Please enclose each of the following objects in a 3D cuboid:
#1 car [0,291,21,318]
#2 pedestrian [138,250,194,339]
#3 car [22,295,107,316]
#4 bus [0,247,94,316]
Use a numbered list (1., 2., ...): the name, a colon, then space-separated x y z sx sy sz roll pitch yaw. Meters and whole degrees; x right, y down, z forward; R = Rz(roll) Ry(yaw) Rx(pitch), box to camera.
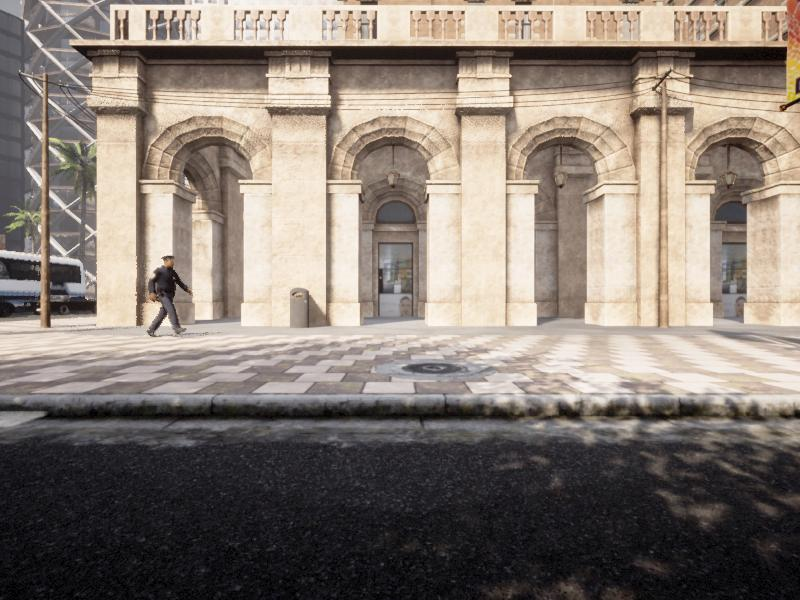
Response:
1. car: -23.029 0.251 21.246 1.816 1.474 4.193 0 0 0
2. pedestrian: -5.118 -0.116 8.782 0.751 1.860 0.751 0 0 16
3. car: -23.035 0.340 27.750 1.895 1.301 4.718 0 0 0
4. bus: -26.420 -1.138 26.819 3.944 4.253 10.273 0 0 0
